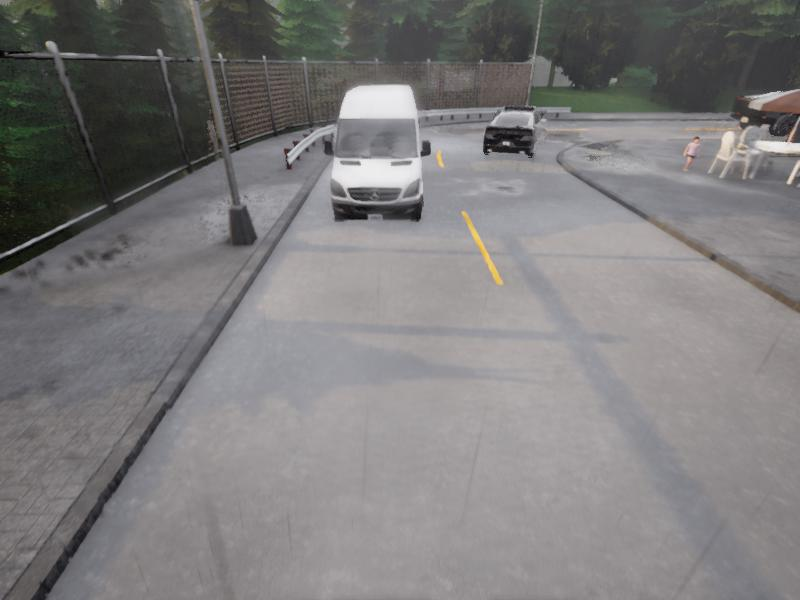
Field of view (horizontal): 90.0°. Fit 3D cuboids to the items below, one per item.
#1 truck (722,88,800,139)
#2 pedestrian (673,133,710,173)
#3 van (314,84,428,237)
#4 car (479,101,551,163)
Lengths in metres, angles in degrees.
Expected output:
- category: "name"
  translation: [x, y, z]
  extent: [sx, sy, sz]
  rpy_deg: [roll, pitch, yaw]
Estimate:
- category: "truck"
  translation: [20.512, -9.395, 20.046]
  extent: [6.274, 2.098, 2.390]
  rpy_deg: [0, 30, 0]
- category: "pedestrian"
  translation: [9.188, -4.656, 12.643]
  extent: [0.500, 1.100, 0.500]
  rpy_deg: [5, 31, 9]
- category: "van"
  translation: [-0.483, -3.896, 10.135]
  extent: [1.988, 2.561, 5.915]
  rpy_deg: [0, 30, 0]
- category: "car"
  translation: [4.844, -7.076, 16.480]
  extent: [1.930, 1.638, 5.238]
  rpy_deg: [11, 32, 19]
